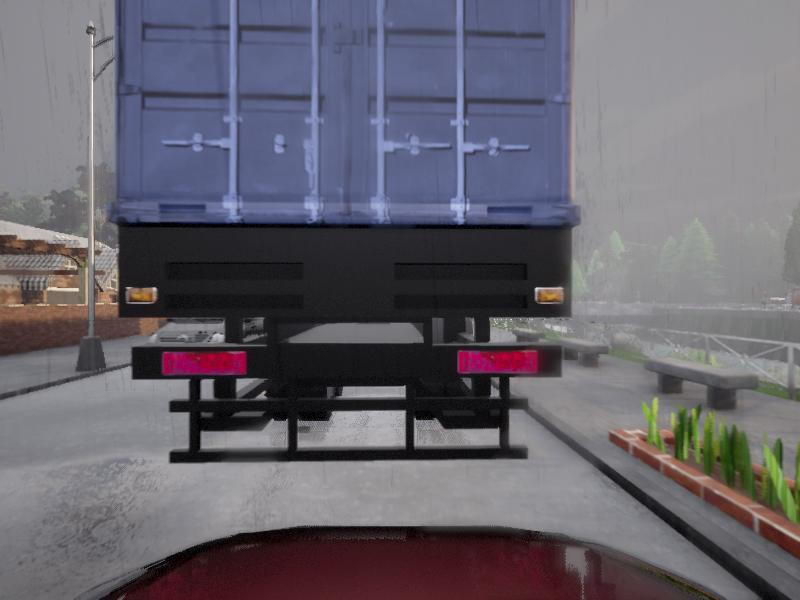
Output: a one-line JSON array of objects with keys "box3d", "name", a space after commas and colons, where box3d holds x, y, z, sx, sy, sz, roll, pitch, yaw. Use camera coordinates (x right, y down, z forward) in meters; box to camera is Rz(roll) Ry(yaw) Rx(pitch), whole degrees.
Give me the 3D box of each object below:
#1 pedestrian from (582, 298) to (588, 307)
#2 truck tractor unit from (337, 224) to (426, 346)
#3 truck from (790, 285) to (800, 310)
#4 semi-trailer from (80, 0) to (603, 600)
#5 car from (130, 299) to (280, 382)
[{"box3d": [35.646, 0.498, 76.922, 0.751, 1.860, 0.751, 0, 0, -3], "name": "pedestrian"}, {"box3d": [-0.742, -0.531, 17.122, 3.053, 4.208, 6.516, 0, 0, -2], "name": "truck tractor unit"}, {"box3d": [63.202, -0.359, 59.049, 2.891, 3.827, 8.468, 0, 0, -2], "name": "truck"}, {"box3d": [-0.495, -0.621, 9.213, 2.717, 4.402, 14.254, 0, 0, -2], "name": "semi-trailer"}, {"box3d": [-4.393, 0.783, 9.772, 1.851, 1.617, 3.988, 0, 0, -2], "name": "car"}]
